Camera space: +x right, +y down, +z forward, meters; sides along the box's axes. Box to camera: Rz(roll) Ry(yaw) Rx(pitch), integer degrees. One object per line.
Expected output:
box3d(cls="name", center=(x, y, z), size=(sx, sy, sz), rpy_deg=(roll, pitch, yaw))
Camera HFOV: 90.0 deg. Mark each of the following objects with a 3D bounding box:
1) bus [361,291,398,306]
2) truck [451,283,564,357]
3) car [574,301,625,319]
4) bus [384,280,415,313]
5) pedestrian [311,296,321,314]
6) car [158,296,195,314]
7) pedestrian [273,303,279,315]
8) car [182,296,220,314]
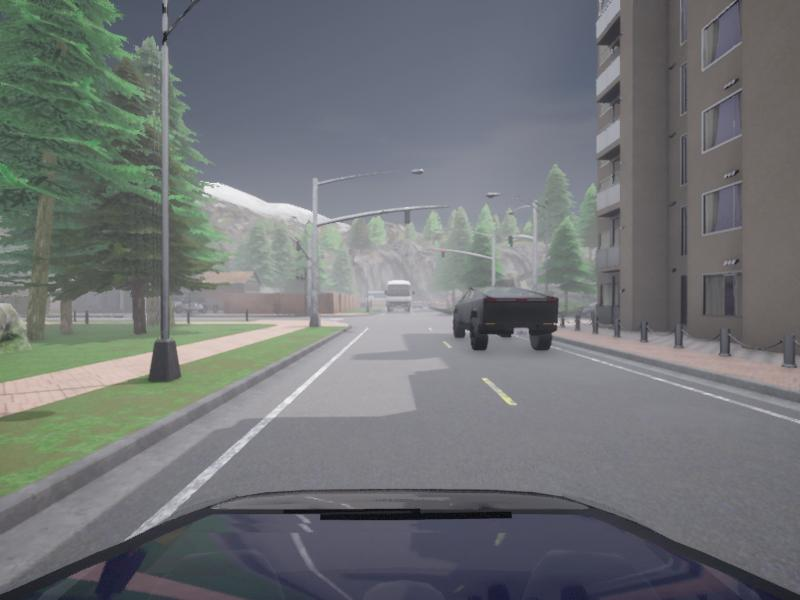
box3d(cls="bus", center=(-5.857, -0.396, 115.891), size=(10.273, 4.253, 3.944), rpy_deg=(0, 0, -1))
box3d(cls="truck", center=(3.453, 0.559, 14.502), size=(2.390, 2.098, 6.274), rpy_deg=(0, 0, 0))
box3d(cls="car", center=(17.661, 0.880, 35.560), size=(3.633, 1.501, 1.845), rpy_deg=(0, 0, -1))
box3d(cls="bus", center=(-0.051, -0.473, 56.148), size=(3.944, 4.253, 10.273), rpy_deg=(0, 0, 0))
box3d(cls="pedestrian", center=(-8.582, 0.520, 40.730), size=(0.751, 1.860, 0.751), rpy_deg=(0, 0, 13))
box3d(cls="car", center=(-24.158, 0.552, 43.337), size=(1.905, 1.878, 3.866), rpy_deg=(0, 0, -1))
box3d(cls="pedestrian", center=(-12.428, 0.899, 39.949), size=(0.500, 1.100, 0.500), rpy_deg=(0, 0, -7))
box3d(cls="car", center=(-21.655, 0.550, 43.791), size=(1.932, 1.855, 4.605), rpy_deg=(0, 0, -1))
